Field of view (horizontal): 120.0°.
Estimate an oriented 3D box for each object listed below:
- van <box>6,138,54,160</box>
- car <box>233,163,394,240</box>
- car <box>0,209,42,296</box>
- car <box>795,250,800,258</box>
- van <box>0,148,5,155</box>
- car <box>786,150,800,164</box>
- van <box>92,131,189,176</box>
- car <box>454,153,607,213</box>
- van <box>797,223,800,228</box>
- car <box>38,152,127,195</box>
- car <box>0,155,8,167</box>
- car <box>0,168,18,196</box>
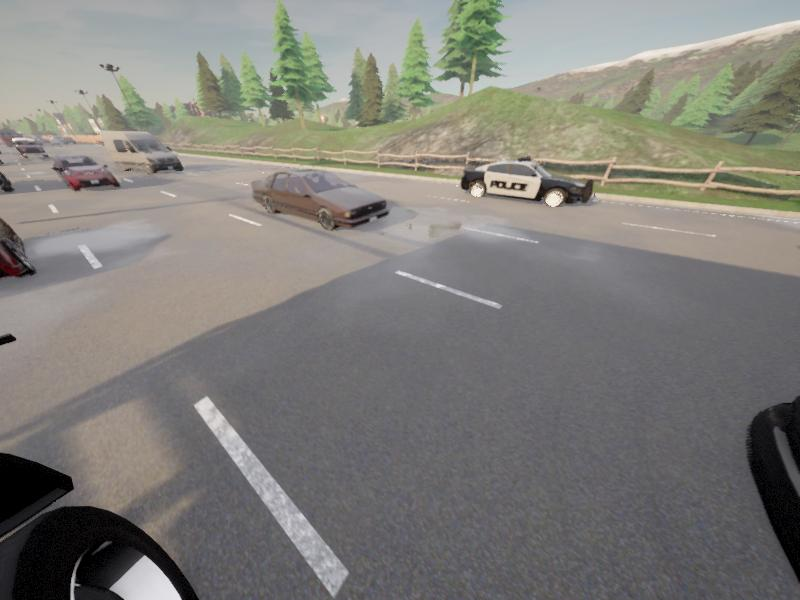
[{"bbox_3d":[-44.070,-18.025,27.509,4.480,2.038,2.069,21,40,27],"label":"van"},{"bbox_3d":[-2.958,-3.561,7.767,5.357,1.411,2.033,22,41,28],"label":"car"},{"bbox_3d":[-8.929,-1.066,4.197,4.181,1.385,1.994,22,41,28],"label":"car"},{"bbox_3d":[11.098,-0.289,3.207,5.357,1.411,2.033,22,41,28],"label":"car"},{"bbox_3d":[-59.742,-22.225,33.037,6.366,2.431,2.351,22,41,28],"label":"van"},{"bbox_3d":[47.481,-15.696,25.476,1.895,1.301,4.718,-2,35,-3],"label":"car"},{"bbox_3d":[-19.304,-11.005,17.256,5.915,2.561,1.988,15,38,20],"label":"van"},{"bbox_3d":[5.265,-5.231,9.986,5.238,1.638,1.930,22,41,28],"label":"car"},{"bbox_3d":[14.607,-1.742,4.401,6.366,2.431,2.351,22,41,28],"label":"van"},{"bbox_3d":[-16.289,-6.595,11.874,3.633,1.501,1.845,22,41,28],"label":"car"},{"bbox_3d":[-37.727,-12.859,20.684,4.792,1.488,2.163,22,41,28],"label":"car"},{"bbox_3d":[-20.902,-6.055,10.992,5.027,1.651,2.152,22,41,28],"label":"car"}]
